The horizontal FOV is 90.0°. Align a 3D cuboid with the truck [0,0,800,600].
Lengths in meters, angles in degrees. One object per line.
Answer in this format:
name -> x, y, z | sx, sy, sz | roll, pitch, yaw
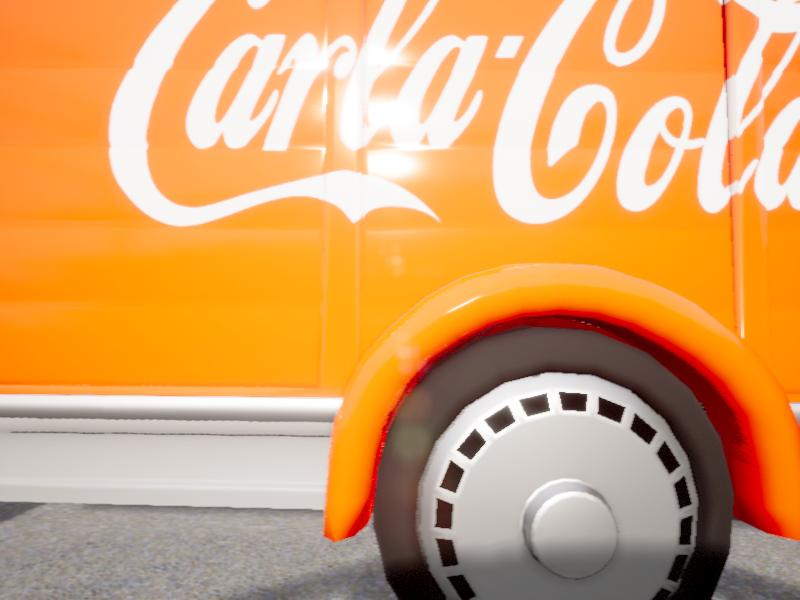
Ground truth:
truck -> -0.813, -0.234, 2.199 | 5.204, 2.467, 2.627 | 1, 0, 0
